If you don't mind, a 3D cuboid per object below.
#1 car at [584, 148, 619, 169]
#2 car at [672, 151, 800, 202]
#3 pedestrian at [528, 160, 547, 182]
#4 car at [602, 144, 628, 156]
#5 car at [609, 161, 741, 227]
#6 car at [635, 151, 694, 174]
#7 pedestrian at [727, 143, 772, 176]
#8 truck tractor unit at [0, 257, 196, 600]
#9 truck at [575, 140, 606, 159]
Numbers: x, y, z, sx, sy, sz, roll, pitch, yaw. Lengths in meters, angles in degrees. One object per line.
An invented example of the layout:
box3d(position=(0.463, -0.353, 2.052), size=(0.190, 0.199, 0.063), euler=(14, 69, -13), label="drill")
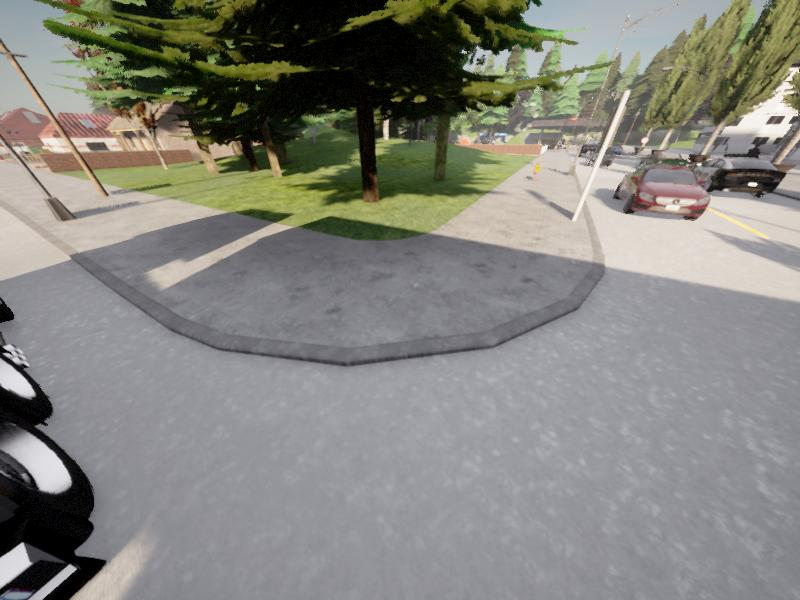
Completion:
box3d(position=(19.333, -13.775, 22.328), size=(1.816, 1.474, 4.193), euler=(18, 39, 25), label="car")
box3d(position=(16.480, -6.442, 11.676), size=(1.930, 1.638, 5.238), euler=(18, 39, 24), label="car")
box3d(position=(8.178, -7.693, 13.790), size=(0.500, 1.100, 0.500), euler=(-12, 36, -16), label="pedestrian")
box3d(position=(34.432, -24.151, 37.175), size=(2.033, 1.411, 5.357), euler=(18, 39, 24), label="car")
box3d(position=(9.752, -4.261, 8.772), size=(1.812, 1.442, 4.674), euler=(18, 39, 25), label="car")
box3d(position=(21.816, -11.588, 19.324), size=(1.895, 1.301, 4.718), euler=(18, 39, 24), label="car")
box3d(position=(23.246, -9.374, 15.413), size=(0.751, 1.860, 0.751), euler=(-16, 38, -21), label="pedestrian")
box3d(position=(-5.096, -0.316, 0.792), size=(6.516, 4.208, 3.053), euler=(19, 39, 25), label="truck tractor unit")
box3d(position=(26.831, -21.478, 32.785), size=(2.390, 2.098, 6.274), euler=(18, 39, 25), label="truck")
